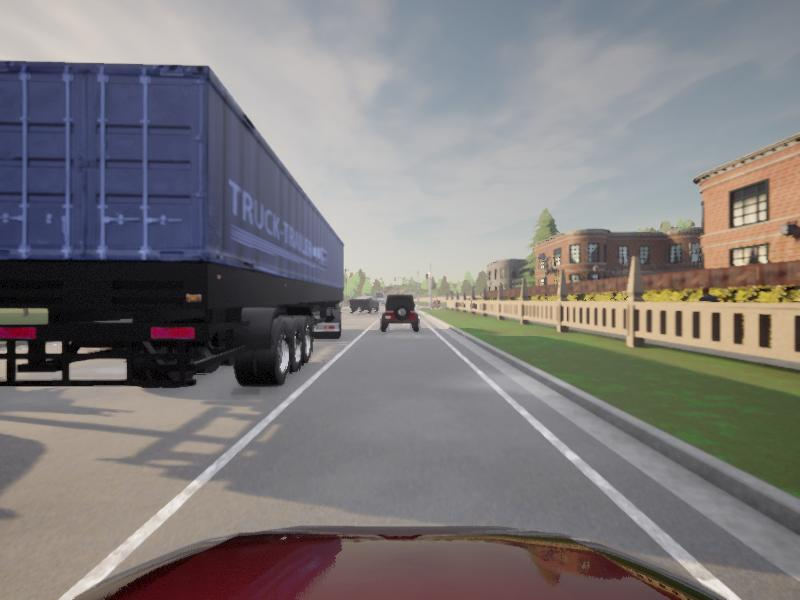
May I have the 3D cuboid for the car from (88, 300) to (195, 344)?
[{"bbox_3d":[-10.497,0.791,16.647,1.851,1.617,3.988,0,0,0],"label":"car"}]

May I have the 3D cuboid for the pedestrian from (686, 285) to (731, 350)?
[{"bbox_3d":[9.108,0.487,11.823,0.751,1.860,0.751,0,0,0],"label":"pedestrian"}]

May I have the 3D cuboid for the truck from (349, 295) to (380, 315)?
[{"bbox_3d":[-4.080,0.550,47.311,2.390,2.098,6.274,0,0,8],"label":"truck"}]

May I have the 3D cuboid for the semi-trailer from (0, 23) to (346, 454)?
[{"bbox_3d":[-3.567,-0.617,11.235,2.717,4.402,14.254,0,0,-2],"label":"semi-trailer"}]

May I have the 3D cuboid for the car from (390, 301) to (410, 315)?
[{"bbox_3d":[0.001,0.860,43.269,1.970,1.475,3.806,0,0,0],"label":"car"}]

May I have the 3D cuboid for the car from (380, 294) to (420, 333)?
[{"bbox_3d":[0.000,0.649,21.364,1.905,1.878,3.866,0,0,0],"label":"car"}]

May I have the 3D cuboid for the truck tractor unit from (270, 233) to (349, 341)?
[{"bbox_3d":[-4.138,-0.520,19.113,3.053,4.208,6.516,0,0,-10],"label":"truck tractor unit"}]
